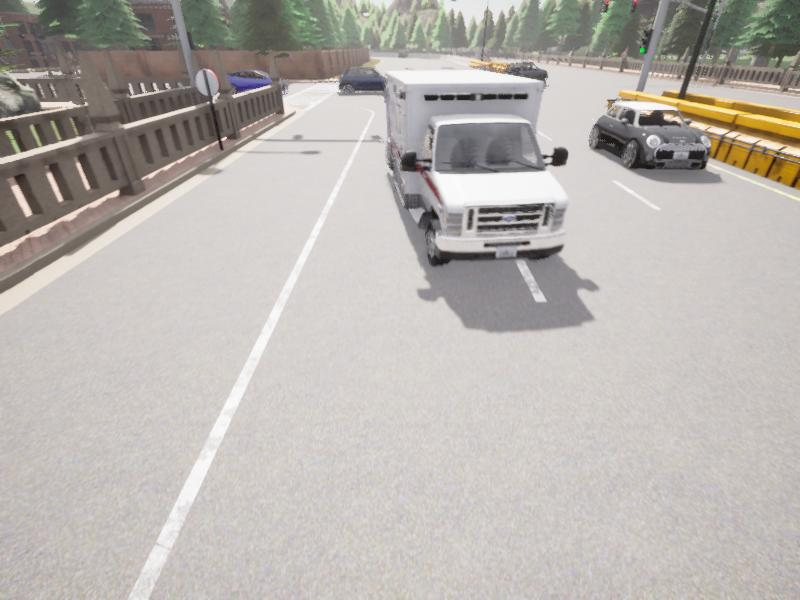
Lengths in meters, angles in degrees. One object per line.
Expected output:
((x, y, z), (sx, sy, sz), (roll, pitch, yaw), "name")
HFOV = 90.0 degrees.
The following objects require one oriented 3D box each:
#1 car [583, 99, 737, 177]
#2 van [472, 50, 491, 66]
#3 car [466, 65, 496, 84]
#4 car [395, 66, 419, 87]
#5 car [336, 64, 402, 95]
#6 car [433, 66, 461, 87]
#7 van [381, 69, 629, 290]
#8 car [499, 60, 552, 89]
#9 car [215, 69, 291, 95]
((7.262, -4.897, 11.782), (1.970, 1.475, 3.806), (0, 32, 1), "car")
((15.284, -45.720, 75.369), (2.351, 2.431, 6.366), (0, 32, 1), "van")
((7.658, -21.512, 38.125), (1.994, 1.385, 4.181), (0, 32, 0), "car")
((0.637, -19.727, 35.306), (1.994, 1.385, 4.181), (1, 32, 1), "car")
((-2.274, -16.146, 29.253), (4.553, 1.767, 2.097), (-5, 33, -7), "car")
((4.148, -20.193, 36.018), (2.033, 1.411, 5.357), (0, 32, 1), "car")
((1.084, -2.935, 7.795), (2.351, 2.431, 6.366), (-4, 32, -6), "van")
((10.674, -19.200, 33.998), (4.605, 1.855, 1.932), (-27, 42, -35), "car")
((-10.415, -15.649, 28.718), (4.514, 1.525, 2.007), (0, 32, 0), "car")
